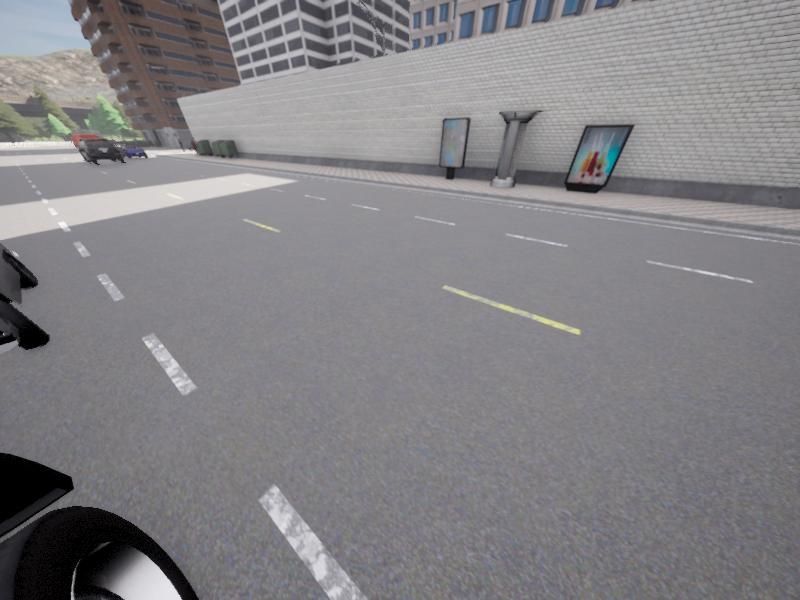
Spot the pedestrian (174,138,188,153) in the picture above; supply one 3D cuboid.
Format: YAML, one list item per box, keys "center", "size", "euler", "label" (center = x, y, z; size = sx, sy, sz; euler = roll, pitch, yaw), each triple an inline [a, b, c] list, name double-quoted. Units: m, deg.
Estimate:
- center: [-34.099, -24.110, 36.003]
  size: [0.751, 1.860, 0.751]
  euler: [17, 39, 22]
  label: "pedestrian"

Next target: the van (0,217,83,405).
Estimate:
- center: [-6.169, -0.268, 2.527]
  size: [4.480, 2.038, 2.069]
  euler: [22, 42, 29]
  label: "van"

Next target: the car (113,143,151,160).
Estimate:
- center: [-32.629, -18.102, 28.097]
  size: [4.193, 1.474, 1.816]
  euler: [22, 41, 28]
  label: "car"

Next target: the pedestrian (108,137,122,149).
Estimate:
- center: [-54.842, -30.150, 44.443]
  size: [0.751, 1.860, 0.751]
  euler: [22, 41, 28]
  label: "pedestrian"

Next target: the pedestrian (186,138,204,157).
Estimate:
- center: [-24.627, -18.305, 27.738]
  size: [0.751, 1.860, 0.751]
  euler: [21, 41, 27]
  label: "pedestrian"

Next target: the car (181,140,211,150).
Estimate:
- center: [-40.417, -30.732, 45.875]
  size: [1.789, 1.549, 3.705]
  euler: [22, 41, 28]
  label: "car"

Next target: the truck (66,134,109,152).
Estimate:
- center: [-55.176, -27.721, 40.781]
  size: [5.204, 2.467, 2.627]
  euler: [17, 39, 22]
  label: "truck"

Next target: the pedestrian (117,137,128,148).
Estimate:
- center: [-59.126, -33.568, 49.227]
  size: [0.751, 1.860, 0.751]
  euler: [22, 41, 28]
  label: "pedestrian"

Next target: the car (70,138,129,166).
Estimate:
- center: [-29.599, -14.632, 22.725]
  size: [5.566, 2.045, 2.150]
  euler: [22, 41, 28]
  label: "car"
